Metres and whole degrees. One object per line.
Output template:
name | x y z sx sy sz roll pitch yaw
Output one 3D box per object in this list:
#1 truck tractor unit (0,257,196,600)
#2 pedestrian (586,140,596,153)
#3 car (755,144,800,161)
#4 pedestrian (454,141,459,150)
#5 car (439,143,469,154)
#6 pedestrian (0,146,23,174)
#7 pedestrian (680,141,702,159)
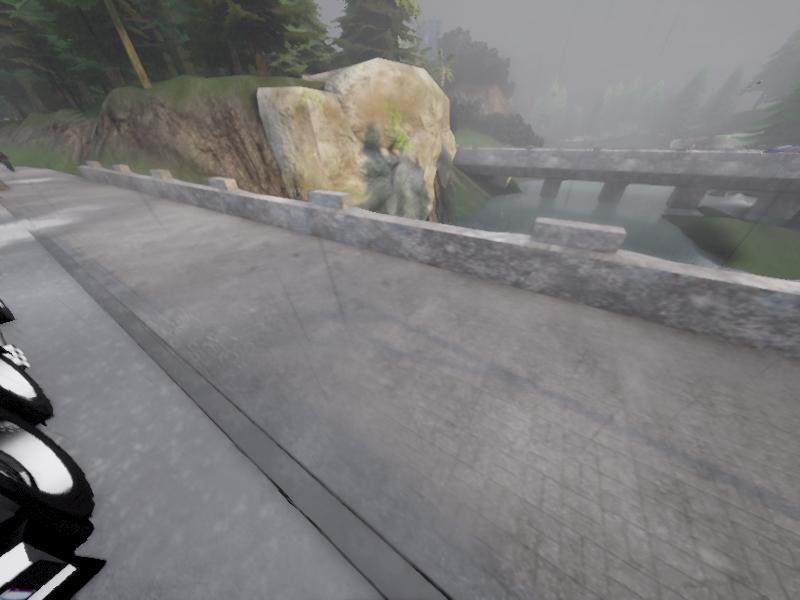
truck tractor unit | -5.100 -0.311 0.795 6.516 4.208 3.053 19 39 25
pedestrian | 34.515 -27.749 41.737 0.751 1.860 0.751 20 40 27
car | 46.442 -17.215 27.002 5.008 1.535 1.882 20 39 25
pedestrian | 12.927 -35.296 52.768 0.751 1.860 0.751 19 39 26
car | 10.503 -29.644 45.083 5.238 1.638 1.930 19 39 26
pedestrian | -32.456 -11.491 18.946 0.751 1.860 0.751 20 40 27
pedestrian | 34.814 -17.945 27.642 0.751 1.860 0.751 19 39 25
